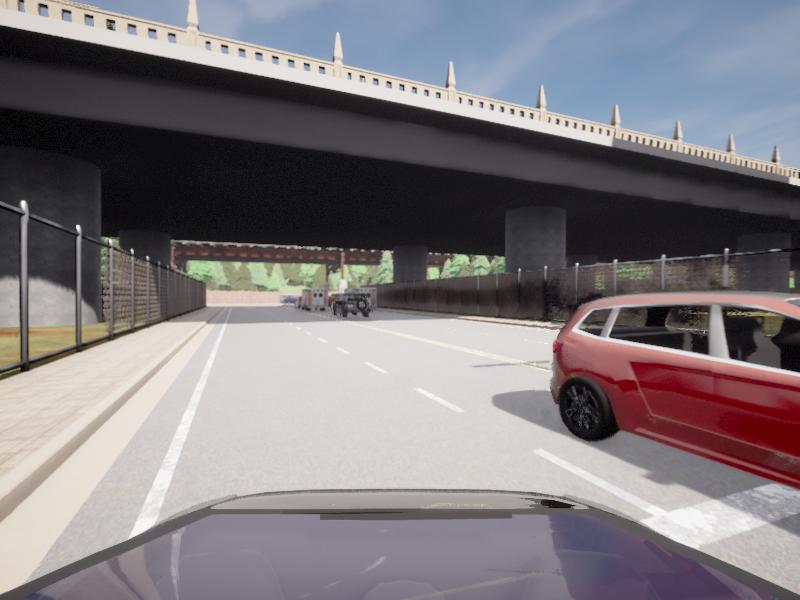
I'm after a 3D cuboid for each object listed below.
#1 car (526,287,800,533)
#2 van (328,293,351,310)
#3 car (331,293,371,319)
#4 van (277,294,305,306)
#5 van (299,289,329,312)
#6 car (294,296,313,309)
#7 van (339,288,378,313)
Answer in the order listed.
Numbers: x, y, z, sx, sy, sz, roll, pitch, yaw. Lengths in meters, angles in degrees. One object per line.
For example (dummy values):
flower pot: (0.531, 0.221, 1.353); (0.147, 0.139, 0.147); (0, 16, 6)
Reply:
car: (3.571, 0.742, 3.560); (2.242, 1.667, 4.611); (0, 0, -22)
van: (-7.381, 0.174, 48.749); (1.775, 1.987, 4.442); (0, 1, -22)
car: (-3.849, 0.391, 30.904); (1.932, 1.855, 4.605); (0, 1, -22)
van: (-18.585, -0.026, 68.489); (1.775, 1.987, 4.442); (1, 1, 36)
van: (-9.932, -0.028, 45.751); (2.351, 2.431, 6.366); (0, 1, -22)
car: (-12.790, 0.315, 52.728); (1.851, 1.617, 3.988); (0, 1, -22)
van: (-4.419, 0.024, 41.531); (2.351, 2.431, 6.366); (0, 0, -22)
